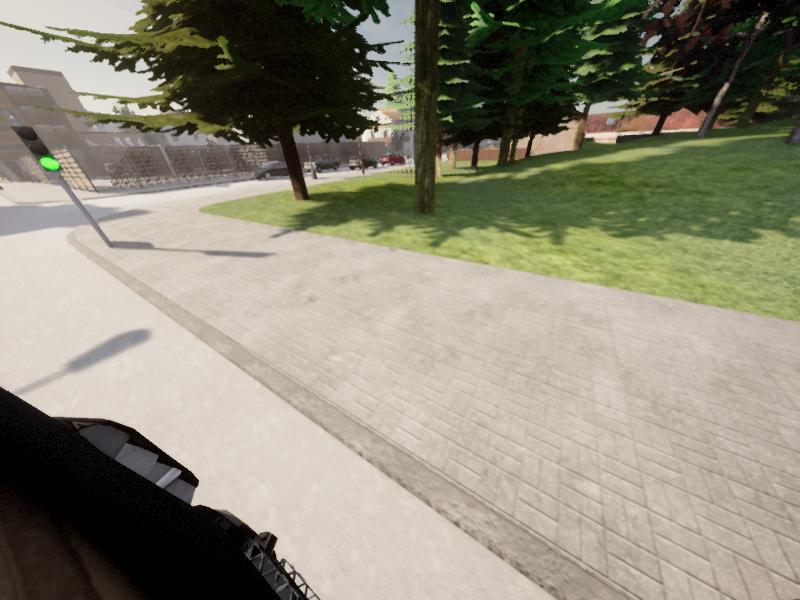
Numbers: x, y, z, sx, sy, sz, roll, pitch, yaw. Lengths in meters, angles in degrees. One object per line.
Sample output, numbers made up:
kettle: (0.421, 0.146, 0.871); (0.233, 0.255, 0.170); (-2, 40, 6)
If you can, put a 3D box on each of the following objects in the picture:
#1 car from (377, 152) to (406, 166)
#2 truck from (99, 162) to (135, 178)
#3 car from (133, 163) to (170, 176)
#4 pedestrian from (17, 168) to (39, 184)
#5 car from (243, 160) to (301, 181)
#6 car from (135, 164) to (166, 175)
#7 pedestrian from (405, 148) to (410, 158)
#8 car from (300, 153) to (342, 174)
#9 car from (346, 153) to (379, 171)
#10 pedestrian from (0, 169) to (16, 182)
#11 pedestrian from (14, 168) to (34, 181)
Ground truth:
car: (-1.098, -20.469, 33.534); (2.007, 1.525, 4.514); (16, 38, 26)
truck: (-45.172, -20.743, 36.867); (4.478, 2.038, 2.069); (17, 38, 27)
car: (-42.705, -22.515, 39.777); (1.789, 1.547, 3.705); (17, 38, 27)
pedestrian: (-51.612, -17.189, 32.070); (0.751, 1.860, 0.751); (20, 40, 30)
car: (-13.128, -13.570, 24.117); (1.837, 1.490, 4.892); (16, 38, 27)
car: (-42.957, -22.385, 39.731); (5.357, 1.415, 2.033); (17, 38, 27)
pedestrian: (1.656, -32.198, 50.654); (0.751, 1.860, 0.751); (9, 35, 17)
car: (-9.641, -16.954, 28.595); (1.932, 1.855, 4.605); (17, 38, 27)
car: (-4.603, -17.345, 29.030); (1.851, 1.617, 3.988); (17, 38, 27)
pedestrian: (-68.221, -21.564, 39.970); (0.751, 1.860, 0.751); (1, 34, 6)
pedestrian: (-65.259, -21.784, 40.066); (0.751, 1.860, 0.751); (-13, 35, -15)
